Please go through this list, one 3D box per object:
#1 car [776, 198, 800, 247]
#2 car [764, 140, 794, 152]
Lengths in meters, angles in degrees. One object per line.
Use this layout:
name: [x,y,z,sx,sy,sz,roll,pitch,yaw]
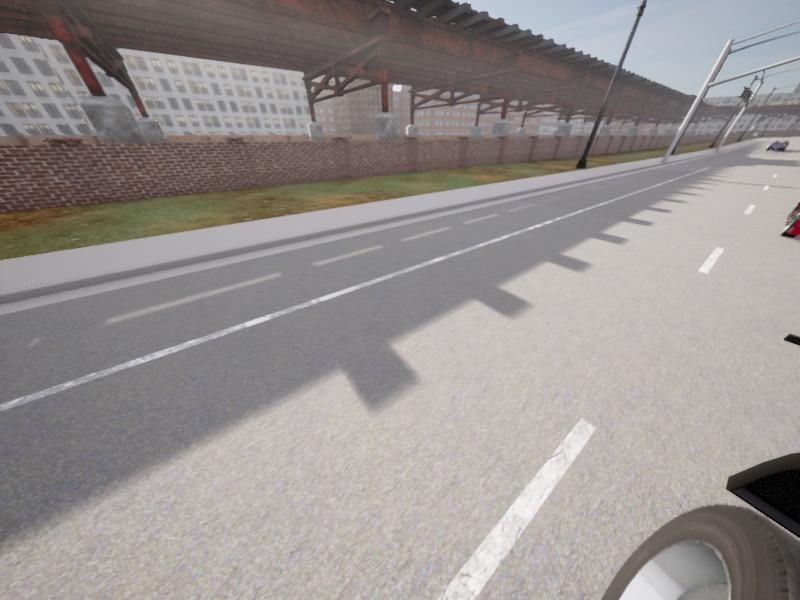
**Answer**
car: [11.902,-2.253,5.818,4.181,1.385,1.994,-22,41,-28]
car: [58.942,-24.009,35.948,3.633,1.501,1.845,-23,41,-27]
